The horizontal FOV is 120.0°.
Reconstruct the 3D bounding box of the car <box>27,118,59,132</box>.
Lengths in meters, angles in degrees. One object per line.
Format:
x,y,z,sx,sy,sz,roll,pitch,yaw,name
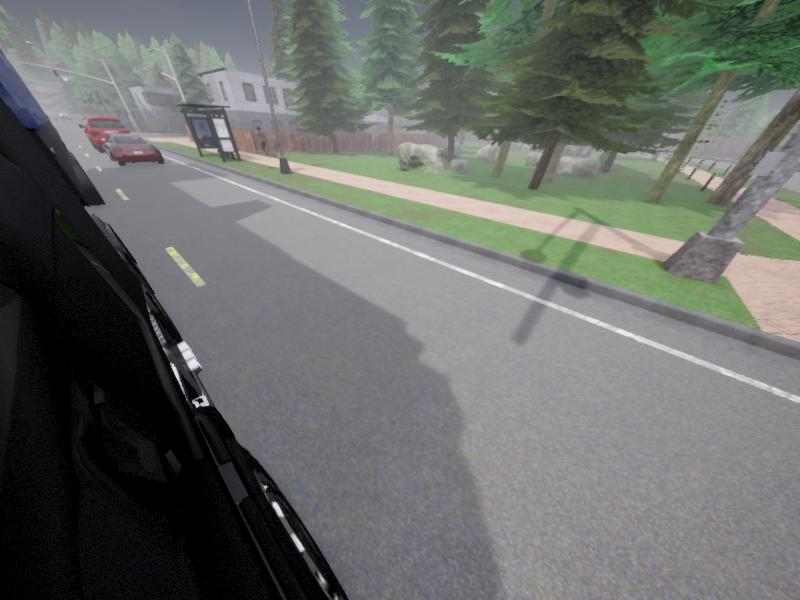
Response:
-51.295,-25.165,33.224,4.181,1.385,1.994,28,43,30,car

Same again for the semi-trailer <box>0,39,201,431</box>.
-8.680,-3.606,4.262,14.254,4.402,2.717,28,43,30,semi-trailer

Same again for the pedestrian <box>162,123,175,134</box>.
-36.804,-27.261,36.740,0.751,1.300,0.751,-3,37,-7,pedestrian

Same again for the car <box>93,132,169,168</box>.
-15.526,-8.740,13.334,4.181,1.385,1.994,28,43,30,car

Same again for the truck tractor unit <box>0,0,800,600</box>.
-2.645,-0.295,0.352,6.516,4.208,3.053,28,44,30,truck tractor unit

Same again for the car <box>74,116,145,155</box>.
-21.609,-12.275,17.150,5.566,2.045,2.150,28,43,30,car

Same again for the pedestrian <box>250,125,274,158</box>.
-9.711,-11.193,16.326,0.751,1.860,0.751,23,41,26,pedestrian
